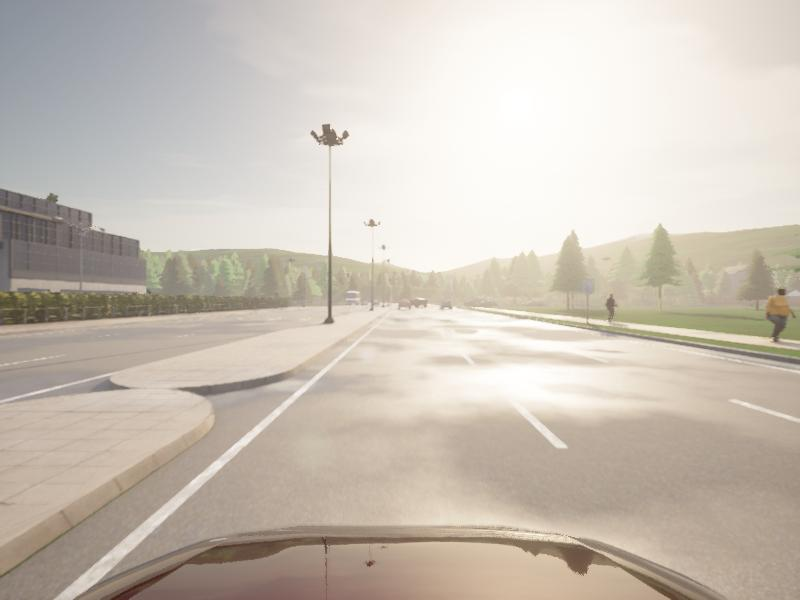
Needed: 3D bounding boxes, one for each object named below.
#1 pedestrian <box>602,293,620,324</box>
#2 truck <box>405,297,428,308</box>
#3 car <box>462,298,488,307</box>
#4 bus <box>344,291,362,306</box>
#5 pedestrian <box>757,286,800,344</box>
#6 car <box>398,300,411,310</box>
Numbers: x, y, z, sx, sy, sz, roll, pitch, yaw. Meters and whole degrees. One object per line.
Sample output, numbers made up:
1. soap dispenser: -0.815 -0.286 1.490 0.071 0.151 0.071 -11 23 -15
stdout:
1. pedestrian: 12.815 0.487 24.324 0.751 1.860 0.751 0 0 2
2. truck: 3.371 0.539 83.762 2.390 2.098 6.274 0 0 -24
3. car: 17.494 0.574 93.674 5.566 2.045 2.150 0 0 1
4. bus: -13.793 -0.542 118.719 3.944 4.253 10.273 0 0 0
5. pedestrian: 12.477 0.487 13.190 0.751 1.860 0.751 0 0 2
6. car: 0.727 0.780 67.875 2.152 1.651 5.027 0 0 0
